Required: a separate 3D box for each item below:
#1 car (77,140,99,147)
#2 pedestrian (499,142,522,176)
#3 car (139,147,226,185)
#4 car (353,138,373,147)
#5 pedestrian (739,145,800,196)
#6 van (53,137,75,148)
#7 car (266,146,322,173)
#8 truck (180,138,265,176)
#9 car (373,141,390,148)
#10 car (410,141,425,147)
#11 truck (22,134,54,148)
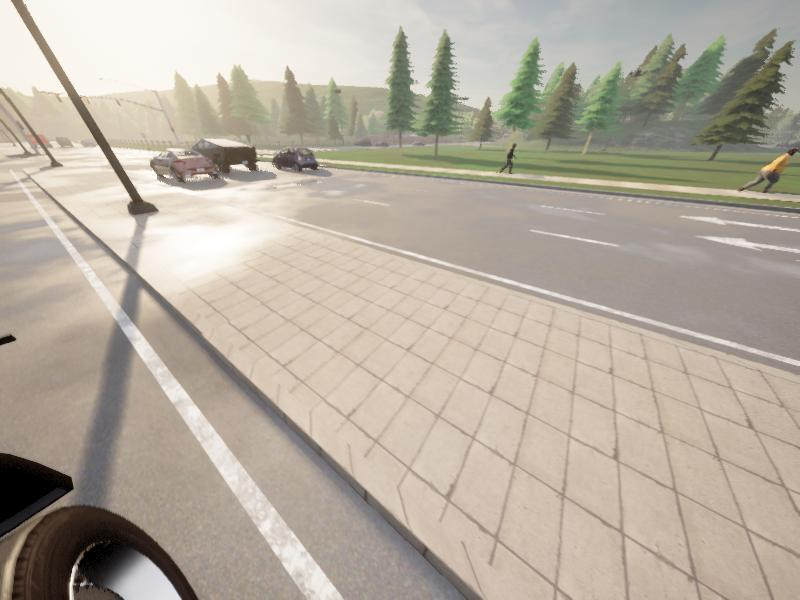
[{"bbox_3d":[-74.839,-37.554,55.377,5.357,1.411,2.033,22,41,28],"label":"car"},{"bbox_3d":[7.334,-9.387,15.374,0.751,1.860,0.751,22,41,28],"label":"pedestrian"},{"bbox_3d":[-13.602,-8.483,14.431,5.027,1.651,2.152,22,40,27],"label":"car"},{"bbox_3d":[-10.357,-44.083,64.626,2.150,2.045,5.566,22,41,28],"label":"car"},{"bbox_3d":[16.498,-5.704,10.221,0.751,1.860,0.751,23,41,29],"label":"pedestrian"},{"bbox_3d":[-77.399,-36.371,53.173,4.442,1.987,1.775,22,41,28],"label":"van"},{"bbox_3d":[-8.529,-11.346,18.550,3.988,1.617,1.851,22,40,27],"label":"car"},{"bbox_3d":[-13.692,-11.154,17.808,6.274,2.098,2.390,22,40,27],"label":"truck"},{"bbox_3d":[-4.794,-41.391,61.315,1.837,1.490,4.892,22,41,28],"label":"car"},{"bbox_3d":[5.195,-46.035,68.041,2.128,1.511,4.902,22,41,28],"label":"car"},{"bbox_3d":[-78.798,-34.679,50.341,5.204,2.467,2.627,22,41,28],"label":"truck"}]
